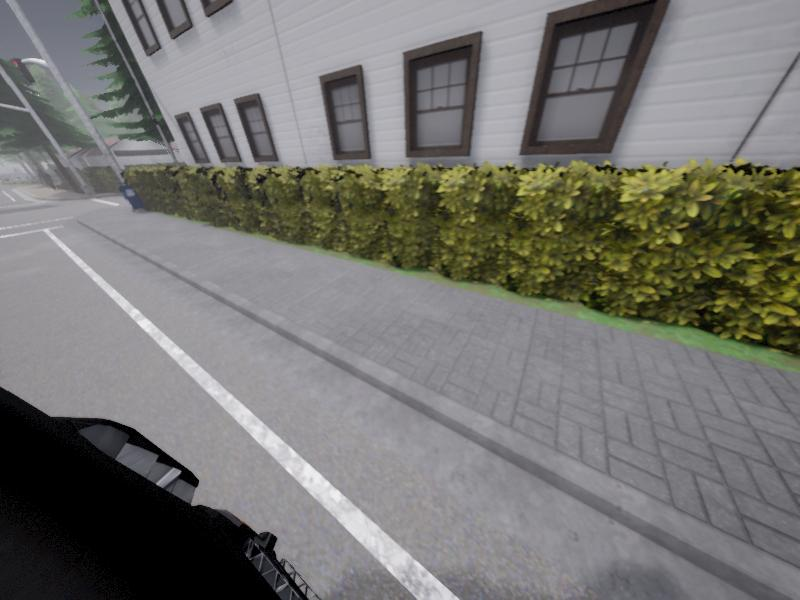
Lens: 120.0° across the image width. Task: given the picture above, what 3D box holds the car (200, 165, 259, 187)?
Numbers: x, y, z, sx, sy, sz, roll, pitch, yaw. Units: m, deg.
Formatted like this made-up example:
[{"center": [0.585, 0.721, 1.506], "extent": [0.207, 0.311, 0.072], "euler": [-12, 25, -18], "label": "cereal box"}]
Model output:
[{"center": [-17.027, -12.583, 23.362], "extent": [1.816, 1.474, 4.193], "euler": [17, 39, 28], "label": "car"}]

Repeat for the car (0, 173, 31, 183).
[{"center": [-79.813, -24.824, 46.995], "extent": [1.895, 1.301, 4.718], "euler": [-2, 33, 2], "label": "car"}]

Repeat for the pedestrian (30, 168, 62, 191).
[{"center": [-33.791, -11.542, 22.093], "extent": [0.751, 1.860, 0.751], "euler": [-29, 41, -33], "label": "pedestrian"}]
